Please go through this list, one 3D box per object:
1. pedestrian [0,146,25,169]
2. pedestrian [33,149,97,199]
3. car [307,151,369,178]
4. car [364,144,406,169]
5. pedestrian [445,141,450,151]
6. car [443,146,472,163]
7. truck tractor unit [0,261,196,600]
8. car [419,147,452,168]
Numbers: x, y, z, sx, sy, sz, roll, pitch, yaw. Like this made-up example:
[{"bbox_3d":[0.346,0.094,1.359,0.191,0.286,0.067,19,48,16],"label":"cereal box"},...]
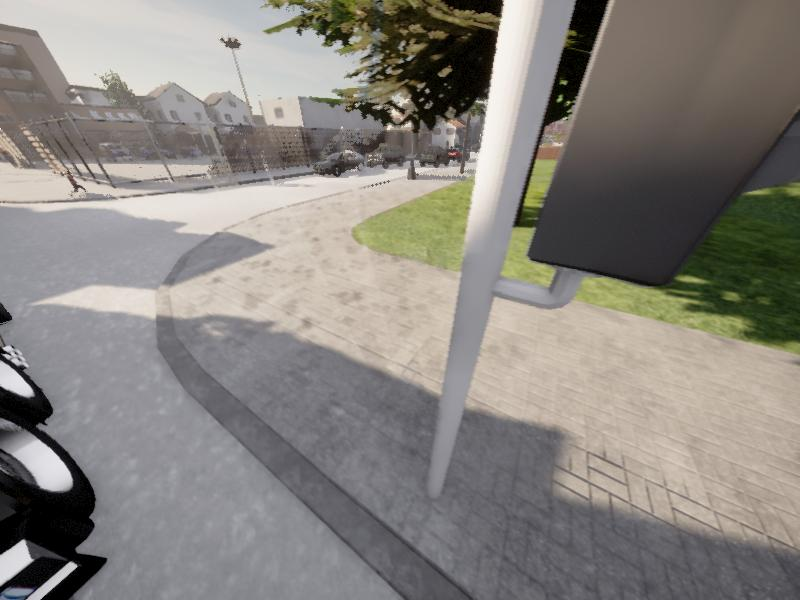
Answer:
[{"bbox_3d":[-36.996,-13.490,21.853,0.751,1.860,0.751,18,39,25],"label":"pedestrian"},{"bbox_3d":[-15.069,-5.692,10.445,0.751,1.860,0.751,17,39,23],"label":"pedestrian"},{"bbox_3d":[-4.758,-11.068,18.645,1.837,1.490,4.892,18,39,24],"label":"car"},{"bbox_3d":[-1.358,-14.474,23.174,1.932,1.855,4.605,18,39,24],"label":"car"},{"bbox_3d":[10.327,-33.802,50.655,0.751,1.860,0.751,12,37,17],"label":"pedestrian"},{"bbox_3d":[7.079,-17.908,28.346,2.007,1.525,4.514,17,39,23],"label":"car"},{"bbox_3d":[-5.109,-0.302,0.792,6.516,4.208,3.053,18,39,25],"label":"truck tractor unit"},{"bbox_3d":[3.668,-14.763,23.784,1.851,1.617,3.988,18,39,25],"label":"car"}]
